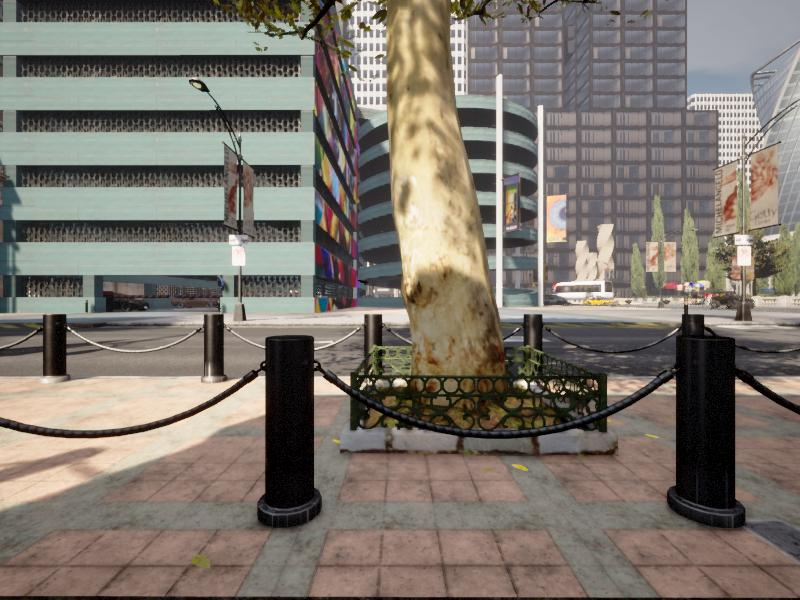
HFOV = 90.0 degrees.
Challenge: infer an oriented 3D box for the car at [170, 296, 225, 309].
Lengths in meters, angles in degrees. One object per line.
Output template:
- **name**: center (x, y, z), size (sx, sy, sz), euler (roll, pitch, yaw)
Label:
- **car**: center (-20.752, 0.207, 41.191), size (4.718, 1.301, 1.895), euler (0, 0, 0)

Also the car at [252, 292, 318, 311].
- **car**: center (-9.593, 0.117, 33.684), size (4.902, 1.511, 2.128), euler (0, 0, 0)

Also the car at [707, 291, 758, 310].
- **car**: center (33.511, 0.046, 40.481), size (1.905, 1.878, 3.866), euler (0, 0, 0)

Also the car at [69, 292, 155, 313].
- **car**: center (-21.193, 0.157, 29.591), size (4.786, 1.482, 2.161), euler (0, 0, 0)

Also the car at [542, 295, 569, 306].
- **car**: center (26.617, 0.057, 68.672), size (1.905, 1.878, 3.866), euler (0, 0, -35)

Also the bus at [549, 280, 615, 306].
- **bus**: center (32.582, -1.139, 72.164), size (3.944, 4.253, 10.273), euler (0, 0, -35)

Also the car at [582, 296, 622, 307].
- **car**: center (28.473, 0.201, 56.691), size (1.801, 1.575, 5.366), euler (0, 0, -18)
